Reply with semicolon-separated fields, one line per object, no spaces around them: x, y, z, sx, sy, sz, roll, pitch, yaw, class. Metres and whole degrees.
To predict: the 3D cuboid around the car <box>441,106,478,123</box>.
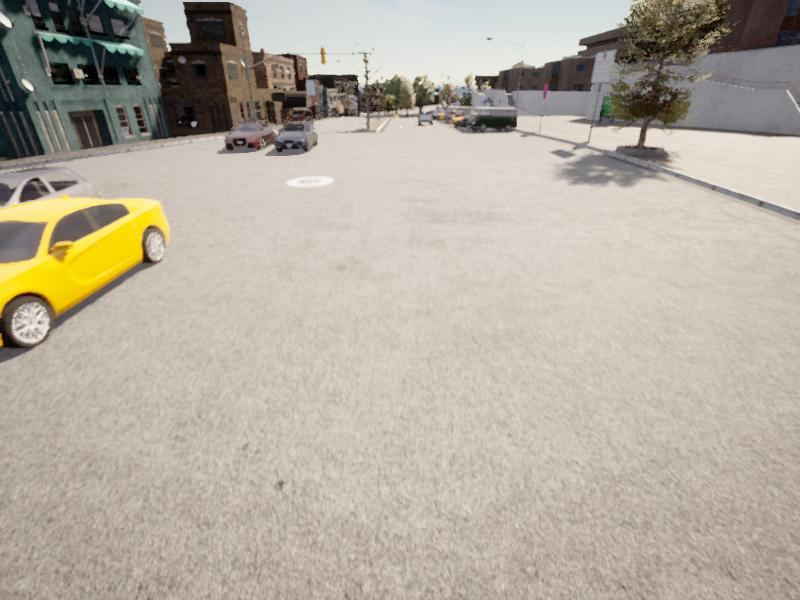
8.025;-24.990;53.979;4.442;1.987;1.878;-8;28;-18;car

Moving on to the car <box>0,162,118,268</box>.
-8.859;-2.132;9.313;1.845;1.501;3.633;-1;27;0;car

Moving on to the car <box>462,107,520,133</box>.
8.004;-15.890;35.223;4.442;1.987;1.878;-8;28;-18;car

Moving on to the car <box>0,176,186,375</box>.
-5.858;-0.794;6.613;1.882;1.535;5.008;-1;27;0;car

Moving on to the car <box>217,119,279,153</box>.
-8.845;-9.776;23.739;1.994;1.385;4.181;-1;29;0;car

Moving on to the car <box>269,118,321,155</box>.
-5.845;-9.355;22.769;1.816;1.474;4.193;-1;28;0;car

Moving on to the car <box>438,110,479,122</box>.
8.304;-26.135;56.858;5.366;1.575;1.946;-8;27;-18;car

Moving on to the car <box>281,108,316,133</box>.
-8.928;-16.018;35.566;1.905;1.878;3.866;1;26;2;car

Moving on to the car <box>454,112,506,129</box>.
8.118;-18.267;40.736;4.674;1.452;2.002;-8;28;-18;car

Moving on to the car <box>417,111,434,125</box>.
3.055;-22.378;49.102;1.845;1.501;3.633;0;26;0;car

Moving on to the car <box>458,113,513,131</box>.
8.108;-16.969;38.060;4.674;1.452;2.002;-8;27;-18;car

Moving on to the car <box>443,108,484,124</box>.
8.158;-23.621;51.391;4.553;1.767;2.185;-8;28;-18;car

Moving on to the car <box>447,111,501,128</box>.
7.945;-19.580;43.337;5.366;1.575;1.946;-8;28;-18;car

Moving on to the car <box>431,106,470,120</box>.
8.167;-30.228;64.742;5.566;2.045;2.435;-8;27;-18;car
